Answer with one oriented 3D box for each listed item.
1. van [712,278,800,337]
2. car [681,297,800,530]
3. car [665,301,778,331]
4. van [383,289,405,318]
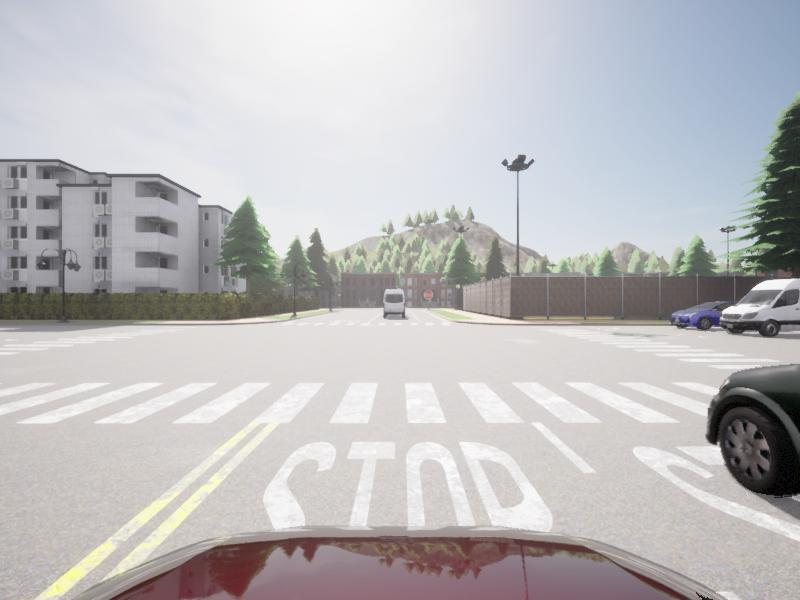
[{"bbox_3d":[17.912,0.322,18.135,5.915,2.561,1.988,0,0,1],"label":"van"},{"bbox_3d":[3.659,0.789,2.020,1.851,1.617,3.988,0,0,3],"label":"car"},{"bbox_3d":[17.251,0.828,21.636,4.514,1.525,2.007,0,0,1],"label":"car"},{"bbox_3d":[-0.516,0.305,38.876,1.988,2.561,5.915,0,0,0],"label":"van"}]
